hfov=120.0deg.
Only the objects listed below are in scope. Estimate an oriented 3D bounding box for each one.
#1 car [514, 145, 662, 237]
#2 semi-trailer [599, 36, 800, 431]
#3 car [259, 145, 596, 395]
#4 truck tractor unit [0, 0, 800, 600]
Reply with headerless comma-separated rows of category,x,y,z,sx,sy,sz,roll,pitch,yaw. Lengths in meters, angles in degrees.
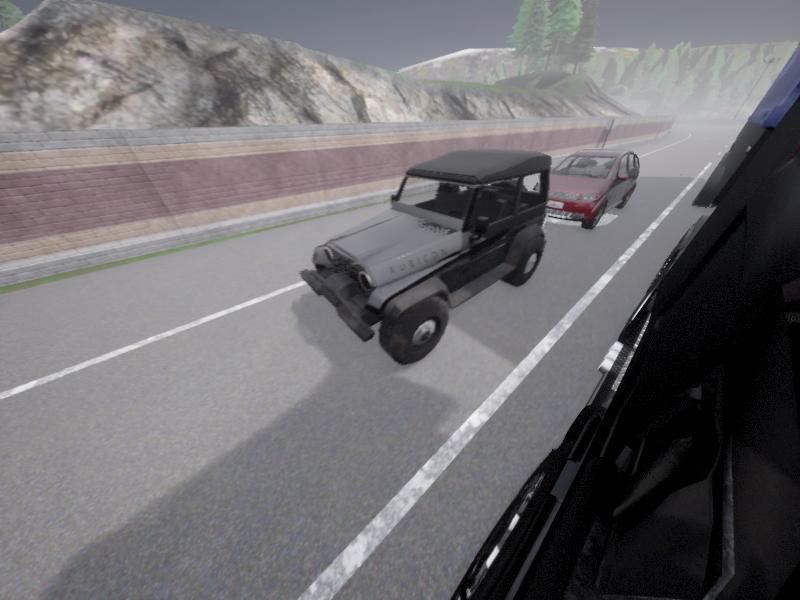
car,5.170,-3.221,6.407,3.705,1.549,1.789,-28,43,-30
semi-trailer,8.666,-3.599,4.298,14.254,4.402,2.717,-28,44,-30
car,0.635,-0.982,3.372,3.866,1.878,1.905,-28,43,-30
truck tractor unit,2.645,-0.295,0.351,6.516,4.208,3.053,-28,44,-30
